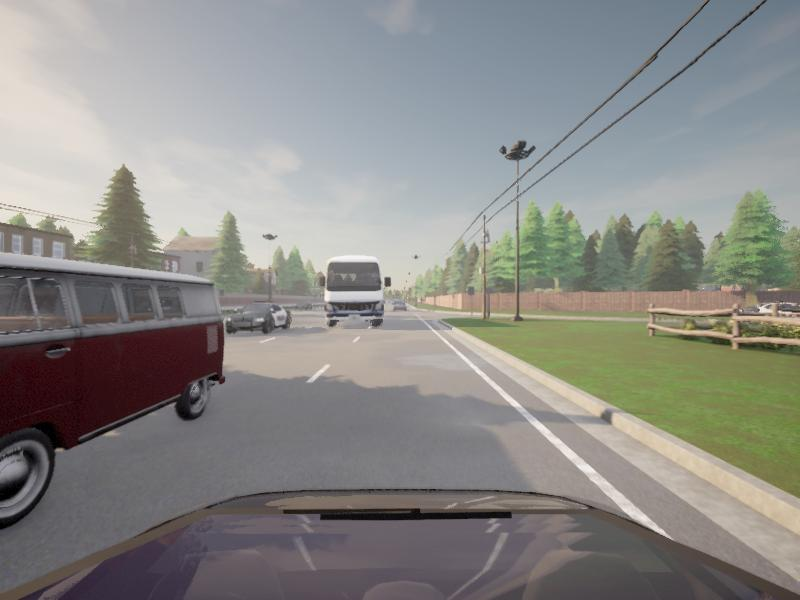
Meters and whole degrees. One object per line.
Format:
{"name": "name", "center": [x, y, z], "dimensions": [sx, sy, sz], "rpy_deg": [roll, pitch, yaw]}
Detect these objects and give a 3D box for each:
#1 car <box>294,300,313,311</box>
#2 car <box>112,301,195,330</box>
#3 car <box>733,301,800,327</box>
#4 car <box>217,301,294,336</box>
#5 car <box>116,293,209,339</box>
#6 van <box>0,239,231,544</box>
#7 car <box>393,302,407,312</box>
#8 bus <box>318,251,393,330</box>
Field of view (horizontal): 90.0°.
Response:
{"name": "car", "center": [-14.002, 0.797, 58.134], "dimensions": [1.789, 1.549, 3.705], "rpy_deg": [0, 0, 0]}
{"name": "car", "center": [-13.996, 0.822, 23.071], "dimensions": [2.007, 1.525, 4.514], "rpy_deg": [0, 0, 0]}
{"name": "car", "center": [23.639, 0.821, 24.332], "dimensions": [4.974, 1.542, 2.038], "rpy_deg": [0, 0, 33]}
{"name": "car", "center": [-6.997, 0.819, 20.030], "dimensions": [2.038, 1.542, 4.974], "rpy_deg": [0, 0, 0]}
{"name": "car", "center": [-10.499, 0.641, 18.045], "dimensions": [1.905, 1.878, 3.866], "rpy_deg": [0, 0, 0]}
{"name": "van", "center": [-3.499, 0.598, 3.954], "dimensions": [1.775, 1.987, 4.442], "rpy_deg": [0, 0, 0]}
{"name": "car", "center": [0.002, 0.925, 55.656], "dimensions": [1.895, 1.301, 4.718], "rpy_deg": [0, 0, 0]}
{"name": "bus", "center": [-2.981, -0.544, 26.693], "dimensions": [3.944, 4.253, 10.273], "rpy_deg": [-1, 0, -7]}
